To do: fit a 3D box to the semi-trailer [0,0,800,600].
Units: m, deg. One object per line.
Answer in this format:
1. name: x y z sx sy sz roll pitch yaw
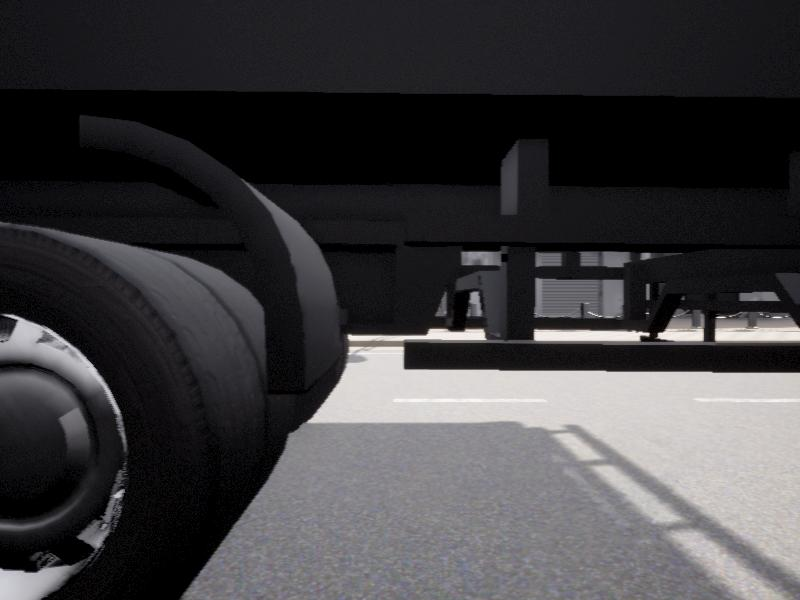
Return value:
1. semi-trailer: -4.848 -1.228 2.214 14.254 4.402 2.717 0 0 0
